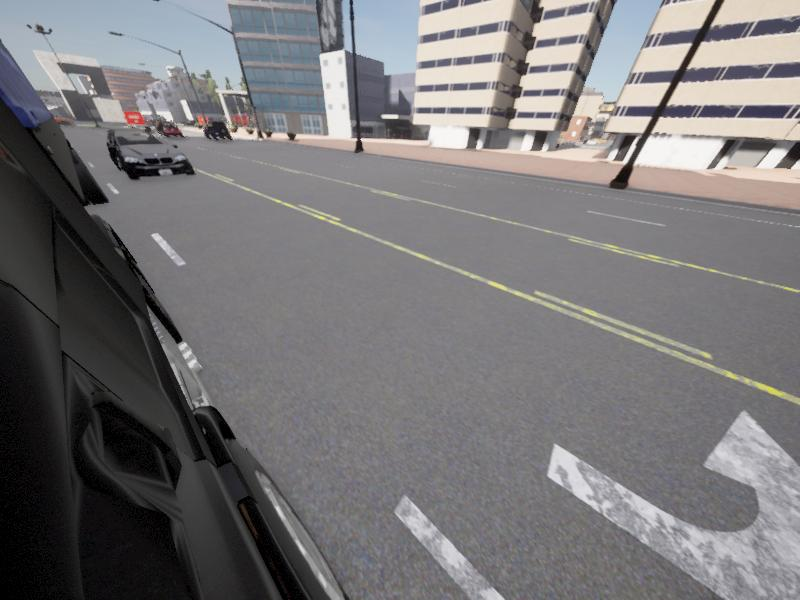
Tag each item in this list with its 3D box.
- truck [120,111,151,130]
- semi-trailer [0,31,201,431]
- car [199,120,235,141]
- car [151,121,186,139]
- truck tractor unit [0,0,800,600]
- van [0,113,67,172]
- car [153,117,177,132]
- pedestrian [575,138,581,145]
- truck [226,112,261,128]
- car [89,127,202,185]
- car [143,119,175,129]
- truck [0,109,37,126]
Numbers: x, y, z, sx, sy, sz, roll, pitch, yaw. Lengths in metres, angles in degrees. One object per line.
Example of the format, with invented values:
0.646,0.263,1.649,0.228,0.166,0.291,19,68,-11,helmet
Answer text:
-46.785,-31.695,40.884,2.627,2.467,5.204,-28,45,-35,truck
-8.641,-3.644,4.283,14.254,4.402,2.717,29,44,30,semi-trailer
-22.499,-20.769,28.354,3.866,1.878,1.905,28,44,30,car
-29.146,-21.440,29.073,3.988,1.617,1.851,28,44,30,car
-2.645,-0.295,0.352,6.516,4.208,3.053,28,44,30,truck tractor unit
-18.066,-7.531,10.907,4.442,1.987,1.775,28,44,30,van
-42.240,-31.541,41.496,4.605,1.855,1.932,31,45,33,car
58.153,-51.932,75.599,0.751,1.860,0.751,14,38,14,pedestrian
-52.601,-60.515,77.841,8.468,3.827,2.891,-28,47,-34,truck
-11.380,-6.595,10.336,4.611,1.667,2.242,28,44,30,car
-54.904,-40.276,52.801,2.152,1.651,5.027,0,37,-4,car
-65.622,-29.930,37.710,6.274,2.098,2.390,-12,39,-18,truck
